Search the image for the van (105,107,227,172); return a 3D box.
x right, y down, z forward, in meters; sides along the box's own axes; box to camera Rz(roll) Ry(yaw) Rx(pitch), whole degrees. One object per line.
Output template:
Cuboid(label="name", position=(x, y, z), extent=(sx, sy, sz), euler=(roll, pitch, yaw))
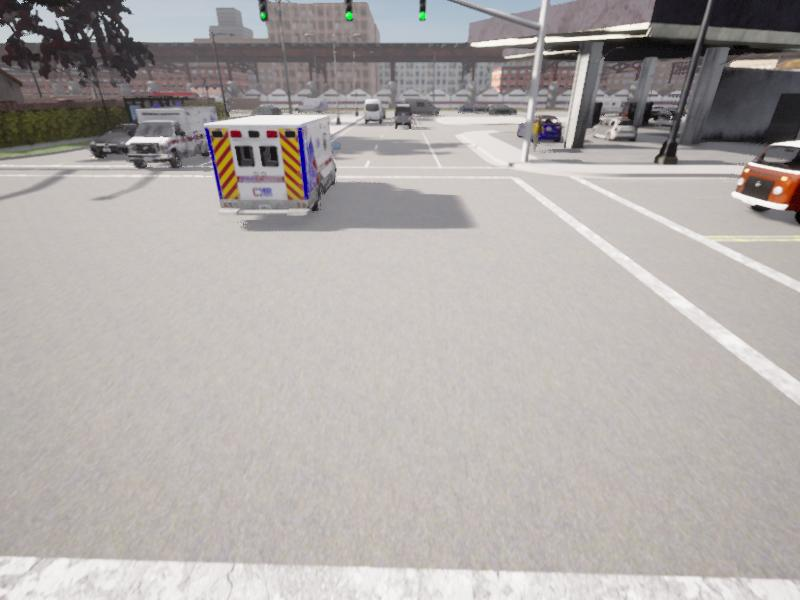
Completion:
Cuboid(label="van", position=(-11.150, -8.207, 19.958), extent=(2.351, 2.431, 6.366), euler=(-1, 27, -2))

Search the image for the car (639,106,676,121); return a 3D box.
Cuboid(label="car", position=(34.419, -24.879, 53.398), extent=(5.238, 1.638, 1.930), euler=(-19, 33, -32))

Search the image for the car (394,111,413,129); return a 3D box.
Cuboid(label="car", position=(0.334, -18.618, 41.252), extent=(1.845, 1.501, 3.633), euler=(0, 27, 0))

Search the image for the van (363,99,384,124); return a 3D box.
Cuboid(label="van", position=(-3.106, -22.711, 48.113), extent=(1.988, 2.561, 5.915), euler=(0, 27, 0))

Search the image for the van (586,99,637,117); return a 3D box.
Cuboid(label="van", position=(33.144, -30.218, 62.929), extent=(6.366, 2.431, 2.351), euler=(1, 27, 2))

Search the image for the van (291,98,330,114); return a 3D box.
Cuboid(label="van", position=(-16.168, -35.293, 72.734), extent=(6.366, 2.431, 2.351), euler=(0, 27, 1))

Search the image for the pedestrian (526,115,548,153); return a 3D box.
Cuboid(label="pedestrian", position=(7.475, -9.051, 21.873), extent=(0.751, 1.860, 0.751), euler=(3, 27, 6))

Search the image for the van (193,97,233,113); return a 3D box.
Cuboid(label="van", position=(-34.020, -35.459, 72.866), extent=(5.915, 2.561, 1.988), euler=(0, 27, 1))

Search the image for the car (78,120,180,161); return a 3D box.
Cuboid(label="car", position=(-14.812, -8.983, 22.345), extent=(2.152, 1.651, 5.027), euler=(0, 27, 0))

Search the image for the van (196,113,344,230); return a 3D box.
Cuboid(label="van", position=(-3.387, -4.297, 12.349), extent=(2.351, 2.431, 6.366), euler=(0, 27, 0))

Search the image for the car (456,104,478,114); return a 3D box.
Cuboid(label="car", position=(12.169, -34.747, 72.670), extent=(3.705, 1.549, 1.789), euler=(0, 27, 1))

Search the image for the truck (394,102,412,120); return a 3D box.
Cuboid(label="truck", position=(0.487, -26.367, 55.730), extent=(2.390, 2.098, 6.274), euler=(0, 27, 1))

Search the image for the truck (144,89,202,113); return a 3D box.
Cuboid(label="truck", position=(-42.808, -37.684, 75.766), extent=(8.468, 3.827, 2.891), euler=(1, 27, 0))

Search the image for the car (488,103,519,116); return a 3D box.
Cuboid(label="car", position=(17.094, -31.621, 66.346), extent=(4.553, 1.767, 2.097), euler=(0, 27, 1))

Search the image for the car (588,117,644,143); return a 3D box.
Cuboid(label="car", position=(15.696, -12.542, 29.376), extent=(1.970, 1.475, 3.806), euler=(0, 27, 1))

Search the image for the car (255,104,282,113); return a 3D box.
Cuboid(label="car", position=(-25.002, -36.474, 76.166), extent=(4.181, 1.385, 1.994), euler=(0, 27, 1))

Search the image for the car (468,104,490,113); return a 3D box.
Cuboid(label="car", position=(14.978, -36.328, 75.759), extent=(3.633, 1.501, 1.845), euler=(0, 27, 1))

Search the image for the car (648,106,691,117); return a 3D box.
Cuboid(label="car", position=(43.487, -30.565, 64.751), extent=(5.357, 1.411, 2.033), euler=(10, 29, 18))

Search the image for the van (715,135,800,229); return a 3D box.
Cuboid(label="van", position=(11.712, -3.192, 10.644), extent=(4.480, 2.038, 2.069), euler=(0, 27, -1))

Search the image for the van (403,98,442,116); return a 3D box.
Cuboid(label="van", position=(3.523, -30.457, 63.183), extent=(5.915, 2.561, 1.988), euler=(-1, 27, -2))

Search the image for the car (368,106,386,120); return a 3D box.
Cuboid(label="car", position=(-3.059, -25.865, 55.272), extent=(2.152, 1.651, 5.027), euler=(0, 27, 0))

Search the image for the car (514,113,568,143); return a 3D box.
Cuboid(label="car", position=(9.946, -12.359, 28.657), extent=(2.242, 1.667, 4.611), euler=(0, 27, 1))

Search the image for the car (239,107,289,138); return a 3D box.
Cuboid(label="car", position=(-11.227, -14.928, 33.477), extent=(2.150, 2.045, 5.566), euler=(0, 27, 0))
